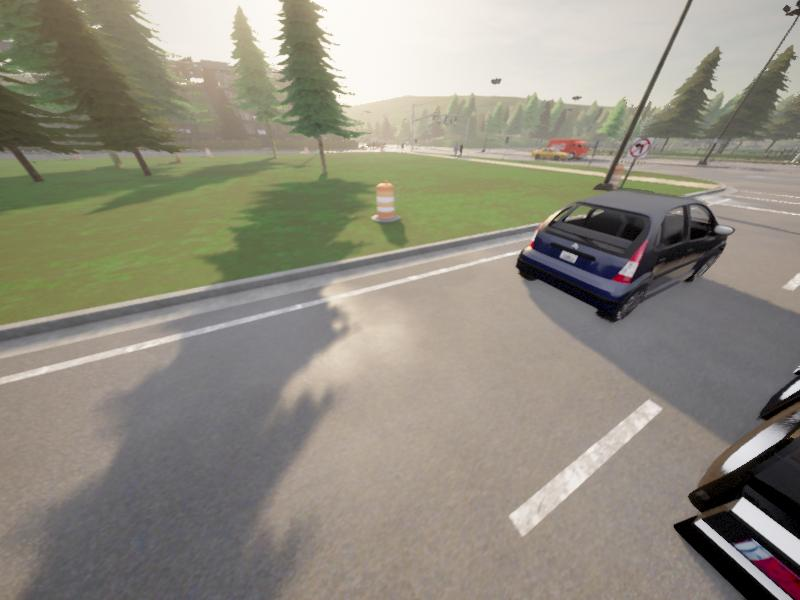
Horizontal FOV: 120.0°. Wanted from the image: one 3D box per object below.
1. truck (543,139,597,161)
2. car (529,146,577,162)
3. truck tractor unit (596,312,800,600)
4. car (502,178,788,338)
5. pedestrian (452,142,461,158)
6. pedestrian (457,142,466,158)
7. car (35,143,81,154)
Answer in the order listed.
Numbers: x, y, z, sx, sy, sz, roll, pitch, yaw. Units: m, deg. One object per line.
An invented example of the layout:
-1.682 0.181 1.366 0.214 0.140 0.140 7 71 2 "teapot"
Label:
24.461 -21.908 33.614 2.627 2.467 5.204 -15 38 -21 "truck"
21.324 -20.668 32.579 1.801 1.575 5.366 -15 38 -21 "car"
5.189 -0.212 0.675 6.516 4.208 3.053 -15 37 -20 "truck tractor unit"
4.244 -1.100 4.235 3.988 1.617 1.851 -16 38 -22 "car"
8.161 -21.875 33.635 0.751 1.860 0.751 -12 37 -17 "pedestrian"
8.616 -21.020 32.410 0.751 1.860 0.751 -11 36 -16 "pedestrian"
-56.900 -25.346 38.573 3.633 1.501 1.845 -16 38 -22 "car"
